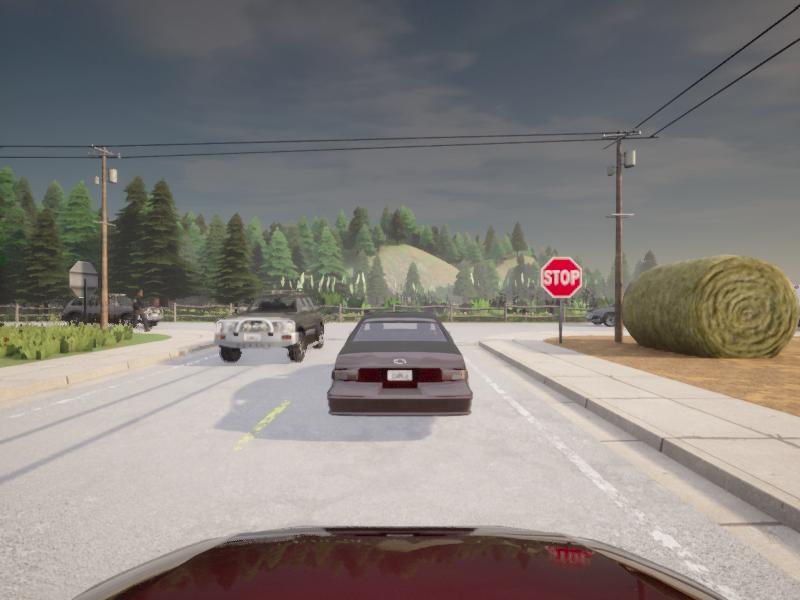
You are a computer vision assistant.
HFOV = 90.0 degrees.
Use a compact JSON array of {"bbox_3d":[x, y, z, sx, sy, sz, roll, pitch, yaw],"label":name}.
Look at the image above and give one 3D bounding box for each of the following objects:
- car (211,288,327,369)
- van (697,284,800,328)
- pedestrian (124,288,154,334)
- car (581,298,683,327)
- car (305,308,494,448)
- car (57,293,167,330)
[{"bbox_3d":[-3.435,0.642,11.522,1.932,1.855,4.605,0,0,-1],"label":"car"},{"bbox_3d":[21.502,0.325,23.397,6.366,2.431,2.351,0,0,3],"label":"van"},{"bbox_3d":[-10.838,0.437,16.622,0.751,1.860,0.751,0,0,5],"label":"pedestrian"},{"bbox_3d":[13.642,0.725,23.770,4.856,1.649,2.033,0,0,3],"label":"car"},{"bbox_3d":[-0.001,0.889,6.985,2.033,1.411,5.357,0,0,0],"label":"car"},{"bbox_3d":[-15.492,0.598,21.649,4.605,1.855,1.932,1,0,3],"label":"car"}]
